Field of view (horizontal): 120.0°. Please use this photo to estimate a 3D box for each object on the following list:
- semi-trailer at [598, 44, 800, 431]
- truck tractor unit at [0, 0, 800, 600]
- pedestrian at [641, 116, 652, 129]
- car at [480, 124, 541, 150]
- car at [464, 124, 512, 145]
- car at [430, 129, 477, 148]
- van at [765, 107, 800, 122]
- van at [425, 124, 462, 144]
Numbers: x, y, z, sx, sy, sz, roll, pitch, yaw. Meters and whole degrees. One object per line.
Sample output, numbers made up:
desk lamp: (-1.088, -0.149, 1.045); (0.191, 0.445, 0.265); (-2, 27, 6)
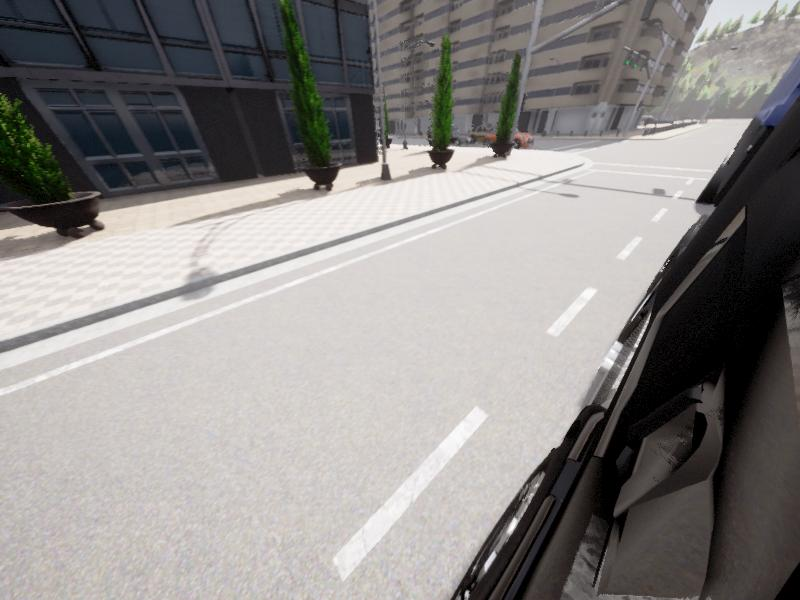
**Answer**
semi-trailer: (8.694, -3.600, 4.243); (14.254, 4.402, 2.717); (-28, 44, -30)
truck tractor unit: (2.645, -0.295, 0.351); (6.516, 4.208, 3.053); (-28, 44, -30)
pedestrian: (45.521, -32.737, 42.654); (0.751, 1.860, 0.751); (27, 46, 33)
car: (10.374, -15.558, 22.050); (2.097, 1.767, 4.553); (-28, 44, -29)
car: (10.063, -19.122, 26.711); (1.932, 1.855, 4.605); (-28, 44, -30)
car: (5.946, -18.560, 26.489); (2.128, 1.511, 4.902); (-28, 44, -30)
van: (88.805, -42.054, 52.426); (1.988, 2.561, 5.915); (-28, 44, -30)
van: (5.719, -22.224, 30.907); (2.069, 2.038, 4.480); (-28, 44, -30)
